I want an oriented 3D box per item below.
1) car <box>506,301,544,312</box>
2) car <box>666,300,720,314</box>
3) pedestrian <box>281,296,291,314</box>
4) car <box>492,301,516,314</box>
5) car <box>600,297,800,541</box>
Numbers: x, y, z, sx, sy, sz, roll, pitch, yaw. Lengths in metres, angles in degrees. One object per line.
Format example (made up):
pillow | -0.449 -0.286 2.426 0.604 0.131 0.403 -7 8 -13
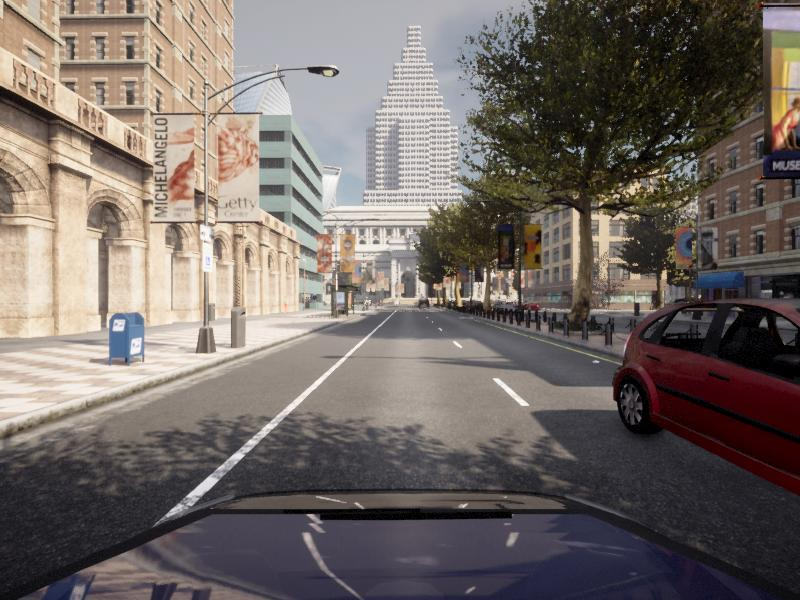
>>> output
car | 17.695 0.851 56.808 2.163 1.488 4.792 0 0 -33
car | 34.731 0.826 47.556 4.974 1.542 2.038 0 0 -1
pedestrian | -11.480 0.485 40.191 0.751 1.860 0.751 0 0 0
car | 12.475 0.853 48.361 1.970 1.475 3.806 0 0 1
car | 3.587 0.788 3.390 1.851 1.617 3.988 0 0 1
